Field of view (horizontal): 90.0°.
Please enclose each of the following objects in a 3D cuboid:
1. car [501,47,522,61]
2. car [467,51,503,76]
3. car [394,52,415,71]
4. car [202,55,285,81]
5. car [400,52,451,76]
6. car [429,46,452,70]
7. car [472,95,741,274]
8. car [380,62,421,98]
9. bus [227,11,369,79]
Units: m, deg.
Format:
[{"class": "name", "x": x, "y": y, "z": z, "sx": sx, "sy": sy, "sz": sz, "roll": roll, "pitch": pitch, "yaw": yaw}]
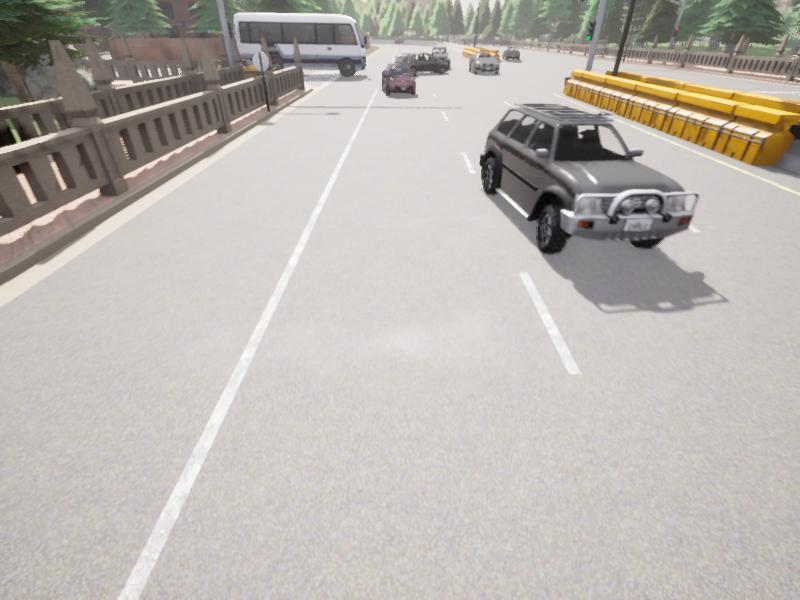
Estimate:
[{"class": "car", "x": 14.589, "y": -32.356, "z": 52.549, "sx": 1.845, "sy": 1.501, "sz": 3.633, "roll": 1, "pitch": 34, "yaw": 1}, {"class": "car", "x": 7.421, "y": -21.044, "z": 35.478, "sx": 2.152, "sy": 1.651, "sz": 5.027, "roll": 0, "pitch": 34, "yaw": 0}, {"class": "car", "x": 0.472, "y": -23.556, "z": 39.482, "sx": 1.994, "sy": 1.385, "sz": 4.181, "roll": 1, "pitch": 34, "yaw": 1}, {"class": "car", "x": -11.665, "y": -17.484, "z": 30.176, "sx": 5.366, "sy": 1.575, "sz": 1.801, "roll": 0, "pitch": 34, "yaw": 1}, {"class": "car", "x": 2.194, "y": -20.515, "z": 34.700, "sx": 3.988, "sy": 1.617, "sz": 1.851, "roll": -9, "pitch": 35, "yaw": -13}, {"class": "car", "x": 3.971, "y": -24.055, "z": 39.759, "sx": 1.905, "sy": 1.878, "sz": 3.866, "roll": 0, "pitch": 34, "yaw": 1}, {"class": "car", "x": 3.021, "y": -2.459, "z": 7.343, "sx": 1.932, "sy": 1.855, "sz": 4.605, "roll": -3, "pitch": 33, "yaw": -7}, {"class": "car", "x": -0.035, "y": -12.844, "z": 23.251, "sx": 1.845, "sy": 1.501, "sz": 3.633, "roll": -4, "pitch": 34, "yaw": -7}, {"class": "bus", "x": -7.762, "y": -20.692, "z": 32.572, "sx": 10.273, "sy": 4.253, "sz": 3.944, "roll": 0, "pitch": 34, "yaw": -2}]
